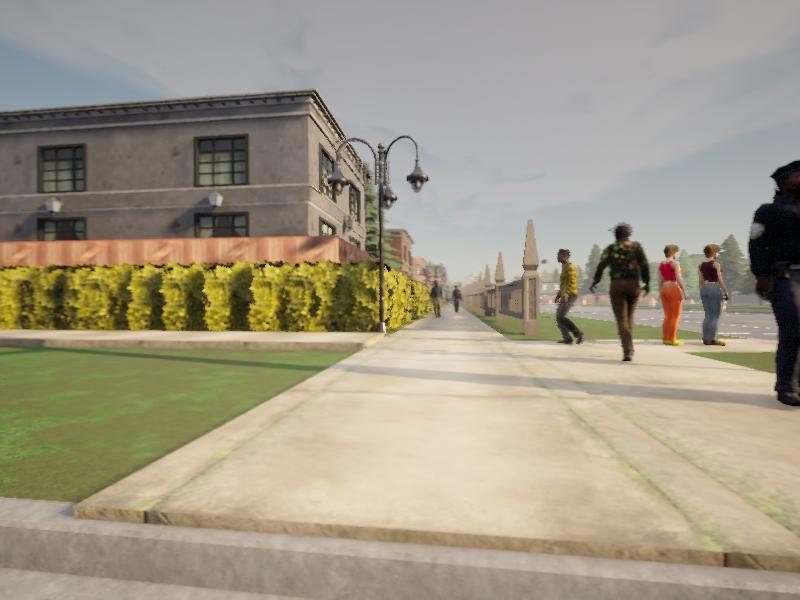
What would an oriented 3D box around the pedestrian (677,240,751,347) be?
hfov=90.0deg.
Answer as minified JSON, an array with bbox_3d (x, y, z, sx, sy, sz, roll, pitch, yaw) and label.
[{"bbox_3d":[5.720,-0.109,7.322,0.751,1.860,0.751,0,0,-3],"label":"pedestrian"}]

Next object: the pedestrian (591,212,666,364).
[{"bbox_3d":[3.017,-0.146,5.363,0.751,1.860,0.751,0,0,20],"label":"pedestrian"}]

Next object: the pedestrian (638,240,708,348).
[{"bbox_3d":[4.987,-0.107,7.344,0.751,1.860,0.751,0,0,-9],"label":"pedestrian"}]

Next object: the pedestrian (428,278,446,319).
[{"bbox_3d":[1.696,-0.075,18.400,0.751,1.860,0.751,0,0,10],"label":"pedestrian"}]

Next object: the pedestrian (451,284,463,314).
[{"bbox_3d":[3.543,-0.065,24.985,0.751,1.860,0.751,0,0,8],"label":"pedestrian"}]

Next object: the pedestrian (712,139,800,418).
[{"bbox_3d":[3.032,-0.143,3.030,0.751,1.860,0.751,0,0,2],"label":"pedestrian"}]

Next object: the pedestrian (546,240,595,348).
[{"bbox_3d":[3.107,-0.103,7.373,0.751,1.860,0.751,0,0,17],"label":"pedestrian"}]
